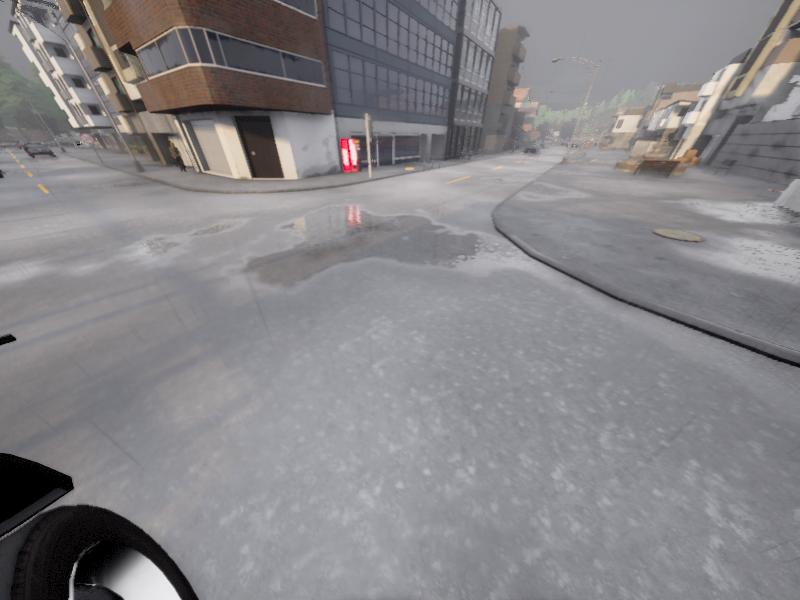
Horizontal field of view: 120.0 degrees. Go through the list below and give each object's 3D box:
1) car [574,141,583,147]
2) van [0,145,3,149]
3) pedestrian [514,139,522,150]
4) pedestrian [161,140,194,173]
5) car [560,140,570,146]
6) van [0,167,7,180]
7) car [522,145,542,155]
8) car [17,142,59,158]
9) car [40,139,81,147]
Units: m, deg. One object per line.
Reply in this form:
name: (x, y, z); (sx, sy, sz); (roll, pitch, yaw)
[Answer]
car: (59.318, -51.761, 76.575); (1.812, 1.442, 4.674); (22, 41, 28)
van: (-72.984, -27.767, 40.263); (5.915, 2.561, 1.988); (30, 46, 35)
pedestrian: (25.081, -32.922, 48.955); (0.751, 1.860, 0.751); (-23, 41, -29)
pedestrian: (-14.971, -9.664, 15.582); (0.751, 1.860, 0.751); (23, 41, 28)
car: (55.779, -52.965, 78.073); (1.930, 1.638, 5.238); (22, 41, 28)
van: (-26.919, -8.897, 14.019); (5.915, 2.561, 1.988); (22, 41, 28)
car: (22.447, -25.488, 39.111); (1.895, 1.301, 4.718); (22, 41, 28)
car: (-43.824, -18.158, 27.951); (5.357, 1.411, 2.033); (22, 41, 28)
car: (-75.868, -35.202, 51.712); (1.812, 1.442, 4.674); (16, 38, 20)
